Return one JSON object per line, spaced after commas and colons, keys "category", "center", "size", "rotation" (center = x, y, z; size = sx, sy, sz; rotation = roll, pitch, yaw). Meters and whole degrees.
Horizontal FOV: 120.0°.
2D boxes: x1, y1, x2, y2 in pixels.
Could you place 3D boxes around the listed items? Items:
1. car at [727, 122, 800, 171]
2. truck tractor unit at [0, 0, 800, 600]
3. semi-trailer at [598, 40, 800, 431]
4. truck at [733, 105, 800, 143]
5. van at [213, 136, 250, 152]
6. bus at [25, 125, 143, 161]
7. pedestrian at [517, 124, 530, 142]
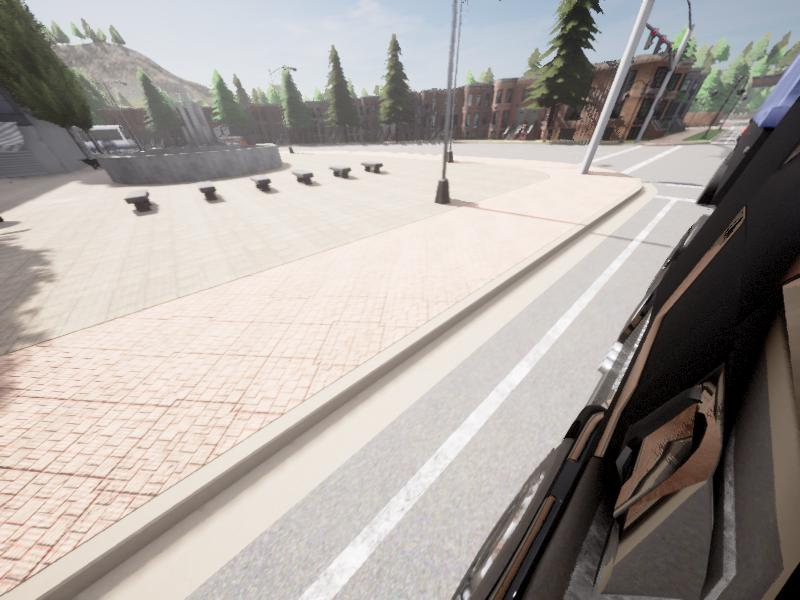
{"category": "car", "center": [18.904, -7.881, 11.714], "size": [5.238, 1.638, 1.930], "rotation": [-28, 44, -30]}
{"category": "truck tractor unit", "center": [2.645, -0.295, 0.352], "size": [6.516, 4.208, 3.053], "rotation": [-28, 44, -30]}
{"category": "semi-trailer", "center": [8.696, -3.593, 4.250], "size": [14.254, 4.402, 2.717], "rotation": [-28, 44, -30]}
{"category": "truck", "center": [33.359, -15.923, 20.907], "size": [5.204, 2.467, 2.627], "rotation": [-29, 44, -29]}
{"category": "van", "center": [-29.437, -27.355, 40.478], "size": [4.442, 1.987, 1.775], "rotation": [-2, 36, 0]}
{"category": "bus", "center": [-51.426, -26.254, 38.427], "size": [10.273, 4.253, 3.944], "rotation": [-20, 40, -22]}
{"category": "pedestrian", "center": [15.901, -21.575, 29.799], "size": [0.751, 1.860, 0.751], "rotation": [-29, 44, -31]}
